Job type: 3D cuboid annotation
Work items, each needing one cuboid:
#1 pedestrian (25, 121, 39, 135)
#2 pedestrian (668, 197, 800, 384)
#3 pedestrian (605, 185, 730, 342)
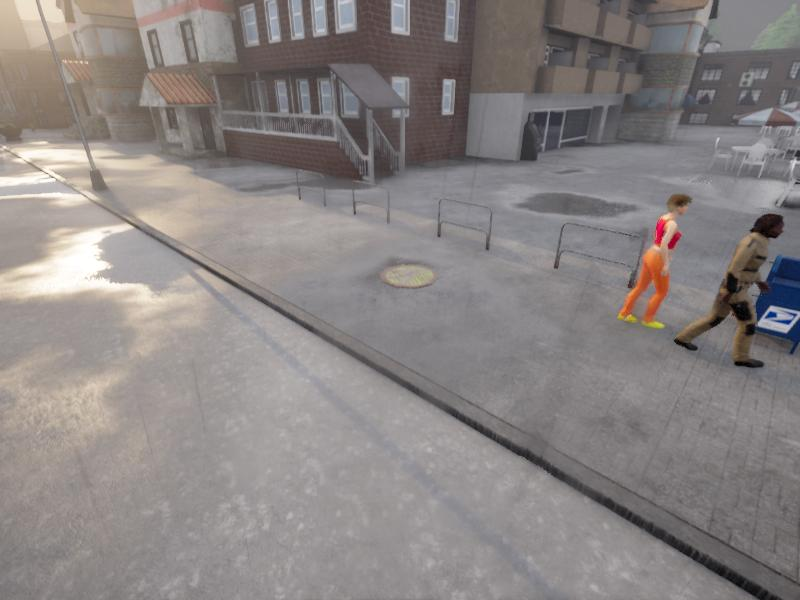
[{"bbox_3d":[-31.324,-14.661,34.060,0.500,1.100,0.500,21,34,35],"label":"pedestrian"},{"bbox_3d":[3.871,-0.124,4.578,0.751,1.860,0.751,22,35,37],"label":"pedestrian"},{"bbox_3d":[3.399,-0.481,5.281,0.751,1.860,0.751,6,28,12],"label":"pedestrian"}]
